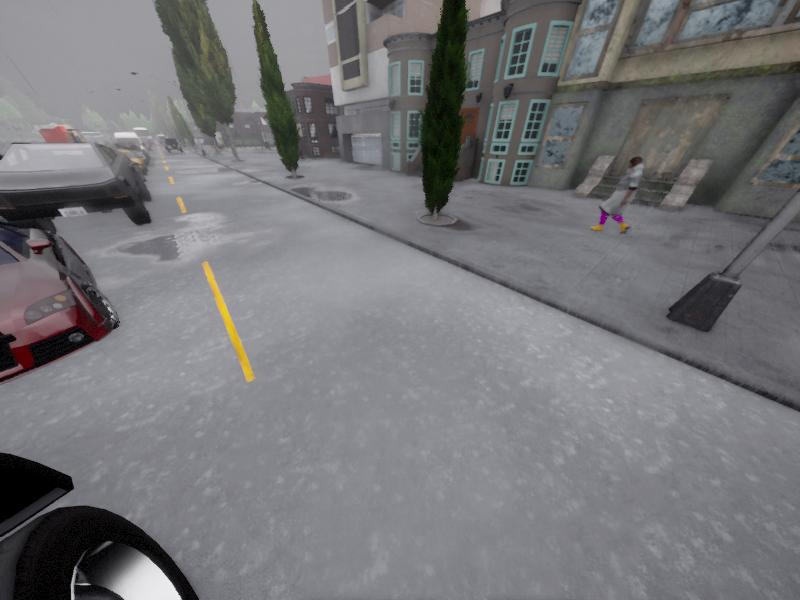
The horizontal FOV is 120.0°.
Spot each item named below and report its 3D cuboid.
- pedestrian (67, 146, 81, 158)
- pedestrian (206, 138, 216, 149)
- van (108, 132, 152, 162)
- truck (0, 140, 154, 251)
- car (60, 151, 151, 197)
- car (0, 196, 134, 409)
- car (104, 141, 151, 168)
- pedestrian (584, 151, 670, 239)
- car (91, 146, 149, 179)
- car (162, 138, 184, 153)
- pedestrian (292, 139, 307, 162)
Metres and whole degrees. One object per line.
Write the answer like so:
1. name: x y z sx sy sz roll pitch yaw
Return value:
1. pedestrian: -38.474 -17.486 27.268 0.500 1.100 0.500 23 41 29
2. pedestrian: -37.420 -31.098 45.841 0.751 1.860 0.751 27 43 33
3. van: -29.654 -17.007 25.599 1.988 2.561 5.915 -27 43 -32
4. truck: -10.177 -3.841 7.467 2.390 2.098 6.274 -27 43 -32
5. car: -14.947 -6.783 12.110 2.128 1.511 4.902 -27 43 -32
6. car: -5.704 -0.183 2.975 4.181 1.385 1.994 23 41 30
7. car: -24.706 -13.442 21.155 1.932 1.855 4.605 -27 43 -32
8. pedestrian: 5.629 -2.642 5.834 0.751 1.860 0.751 -27 44 -33
9. car: -19.533 -9.871 16.392 1.801 1.575 5.366 -27 43 -32
10. car: -37.764 -25.683 38.372 1.905 1.878 3.866 -27 43 -32
11. pedestrian: -10.041 -14.876 23.042 0.751 1.860 0.751 -30 45 -35
